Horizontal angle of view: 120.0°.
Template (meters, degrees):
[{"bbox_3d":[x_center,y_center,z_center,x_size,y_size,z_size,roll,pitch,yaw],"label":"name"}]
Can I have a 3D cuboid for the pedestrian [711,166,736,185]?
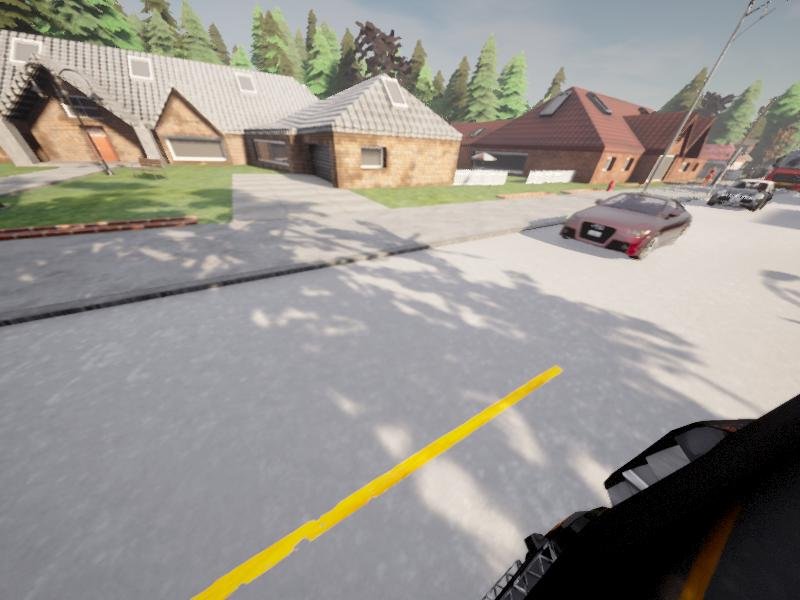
[{"bbox_3d":[37.539,-14.491,26.839,0.751,1.860,0.751,26,40,31],"label":"pedestrian"}]

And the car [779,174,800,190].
[{"bbox_3d":[48.270,-14.116,27.637,4.902,1.511,2.128,-16,38,-26],"label":"car"}]

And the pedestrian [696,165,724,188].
[{"bbox_3d":[30.818,-12.298,23.009,0.751,1.860,0.751,-14,37,-24],"label":"pedestrian"}]

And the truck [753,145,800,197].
[{"bbox_3d":[38.876,-12.421,22.259,8.468,3.827,2.891,-16,38,-26],"label":"truck"}]

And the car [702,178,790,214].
[{"bbox_3d":[20.258,-6.206,13.571,3.806,1.475,1.970,-16,38,-26],"label":"car"}]

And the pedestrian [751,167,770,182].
[{"bbox_3d":[55.042,-19.202,35.298,0.751,1.860,0.751,-18,39,-28],"label":"pedestrian"}]

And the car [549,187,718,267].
[{"bbox_3d":[6.882,-2.392,6.880,4.181,1.385,1.994,-16,38,-26],"label":"car"}]
